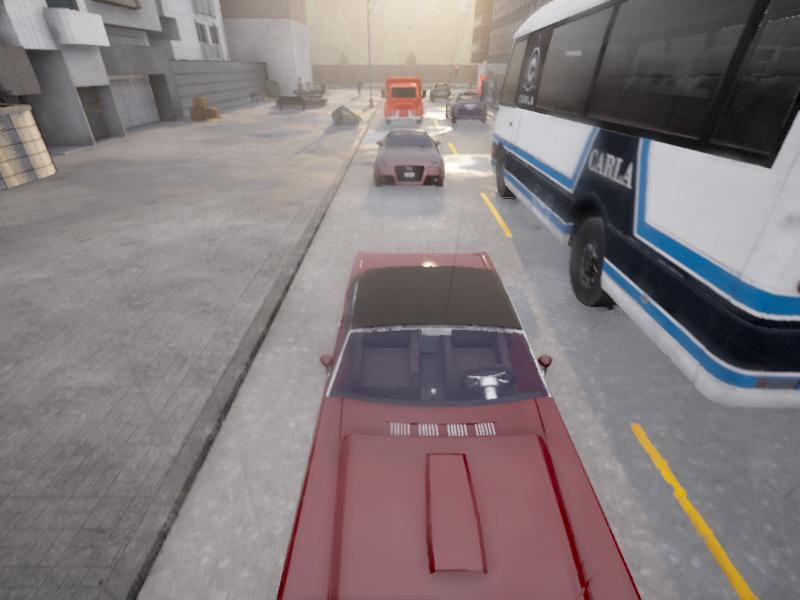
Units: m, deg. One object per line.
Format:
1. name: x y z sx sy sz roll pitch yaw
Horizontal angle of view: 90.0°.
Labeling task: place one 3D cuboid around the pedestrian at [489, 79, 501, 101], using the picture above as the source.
1. pedestrian: 9.199 -20.346 38.702 0.751 1.860 0.751 -4 31 -7

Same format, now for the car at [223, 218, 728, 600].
1. car: 0.292 0.666 3.581 1.895 1.301 4.718 0 30 0

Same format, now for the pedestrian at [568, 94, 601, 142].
1. pedestrian: 8.090 -8.013 17.611 0.751 1.860 0.751 2 30 4

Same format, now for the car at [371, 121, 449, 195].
1. car: 0.264 -4.525 12.383 1.994 1.385 4.181 0 30 0

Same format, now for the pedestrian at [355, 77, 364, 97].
1. pedestrian: -4.283 -22.737 42.786 0.751 1.860 0.751 3 30 5

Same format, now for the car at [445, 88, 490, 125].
1. car: 4.138 -12.337 25.323 2.097 1.767 4.553 0 30 0

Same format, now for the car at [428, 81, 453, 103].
1. car: 4.029 -20.974 40.257 2.033 1.649 4.856 0 30 1

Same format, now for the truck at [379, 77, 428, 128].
1. truck: 0.219 -12.130 24.313 2.627 2.467 5.204 0 30 0

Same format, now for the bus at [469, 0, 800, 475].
1. bus: 4.009 -2.902 6.728 3.944 4.253 10.273 1 29 1
